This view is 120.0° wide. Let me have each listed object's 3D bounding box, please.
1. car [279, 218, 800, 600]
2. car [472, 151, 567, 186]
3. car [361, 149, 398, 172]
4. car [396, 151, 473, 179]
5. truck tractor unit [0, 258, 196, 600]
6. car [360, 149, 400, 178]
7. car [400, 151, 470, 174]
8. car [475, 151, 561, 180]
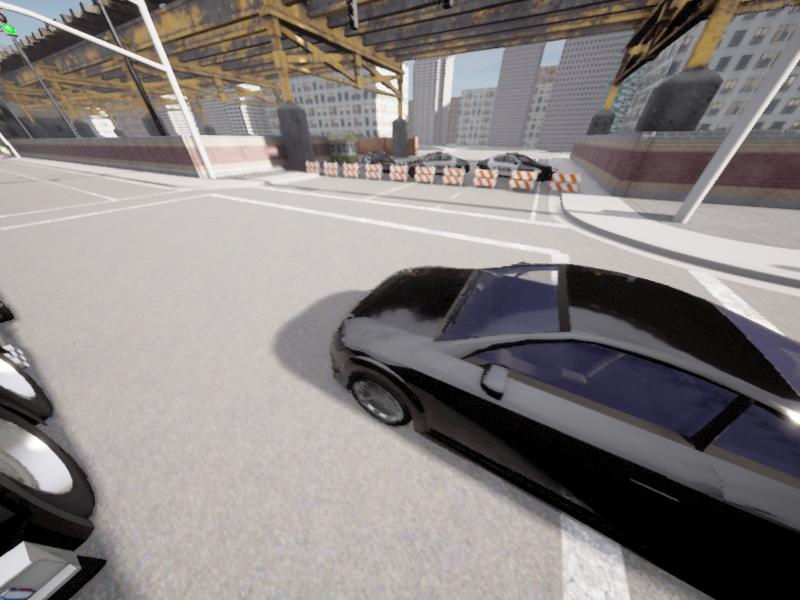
[{"bbox_3d":[1.357,0.484,2.097,4.181,1.385,1.994,17,39,24],"label":"car"},{"bbox_3d":[7.397,-8.651,14.969,2.038,1.542,4.974,-20,39,-26],"label":"car"},{"bbox_3d":[-1.734,-11.134,18.334,1.853,1.218,4.536,-10,36,-14],"label":"car"},{"bbox_3d":[2.319,-9.722,16.549,4.974,1.542,2.038,-5,35,-6],"label":"car"},{"bbox_3d":[-5.100,-0.312,0.792,6.516,4.208,3.053,19,39,25],"label":"truck tractor unit"},{"bbox_3d":[-1.718,-10.977,18.383,2.038,1.542,4.974,-10,36,-14],"label":"car"},{"bbox_3d":[2.370,-9.856,16.464,4.536,1.218,1.853,-5,35,-6],"label":"car"},{"bbox_3d":[7.368,-8.805,14.915,1.853,1.218,4.536,-20,39,-26],"label":"car"}]
